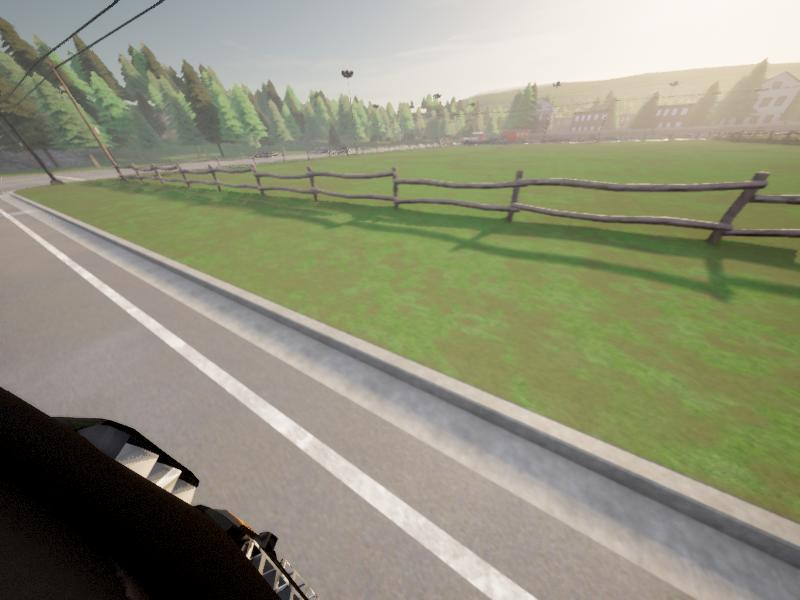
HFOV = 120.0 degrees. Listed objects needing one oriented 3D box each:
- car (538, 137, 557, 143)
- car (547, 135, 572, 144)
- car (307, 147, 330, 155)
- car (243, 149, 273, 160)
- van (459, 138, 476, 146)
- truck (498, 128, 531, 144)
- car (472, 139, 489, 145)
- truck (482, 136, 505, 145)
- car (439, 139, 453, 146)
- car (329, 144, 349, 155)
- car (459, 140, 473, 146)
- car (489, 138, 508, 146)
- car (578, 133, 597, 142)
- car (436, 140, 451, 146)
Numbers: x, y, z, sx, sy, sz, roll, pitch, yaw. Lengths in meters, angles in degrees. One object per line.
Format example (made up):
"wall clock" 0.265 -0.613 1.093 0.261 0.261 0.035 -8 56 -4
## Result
"car" 42.799 -46.378 66.982 4.193 1.474 1.816 17 39 26
"car" 43.617 -43.887 63.193 5.238 1.638 1.930 17 39 26
"car" -19.423 -35.804 55.469 2.128 1.511 4.902 17 39 26
"car" -29.199 -30.086 47.738 1.837 1.490 4.892 17 40 26
"van" 21.617 -50.751 74.098 4.480 2.038 2.069 17 39 26
"truck" 36.094 -51.685 72.996 8.468 3.827 2.891 17 39 26
"car" 28.092 -55.414 81.064 5.027 1.651 2.152 17 39 26
"truck" 29.638 -50.641 73.395 6.274 2.098 2.390 17 39 26
"car" 16.794 -57.752 84.654 4.605 1.855 1.932 1 35 4
"car" -13.682 -33.864 51.921 1.905 1.878 3.866 17 39 26
"car" 22.049 -52.695 77.367 4.193 1.474 1.816 15 38 23
"car" 28.706 -46.082 67.358 4.611 1.667 2.242 17 39 26
"car" 54.744 -47.508 67.559 3.866 1.878 1.905 17 39 26
"car" 15.266 -55.676 82.041 5.008 1.535 1.882 0 35 4
